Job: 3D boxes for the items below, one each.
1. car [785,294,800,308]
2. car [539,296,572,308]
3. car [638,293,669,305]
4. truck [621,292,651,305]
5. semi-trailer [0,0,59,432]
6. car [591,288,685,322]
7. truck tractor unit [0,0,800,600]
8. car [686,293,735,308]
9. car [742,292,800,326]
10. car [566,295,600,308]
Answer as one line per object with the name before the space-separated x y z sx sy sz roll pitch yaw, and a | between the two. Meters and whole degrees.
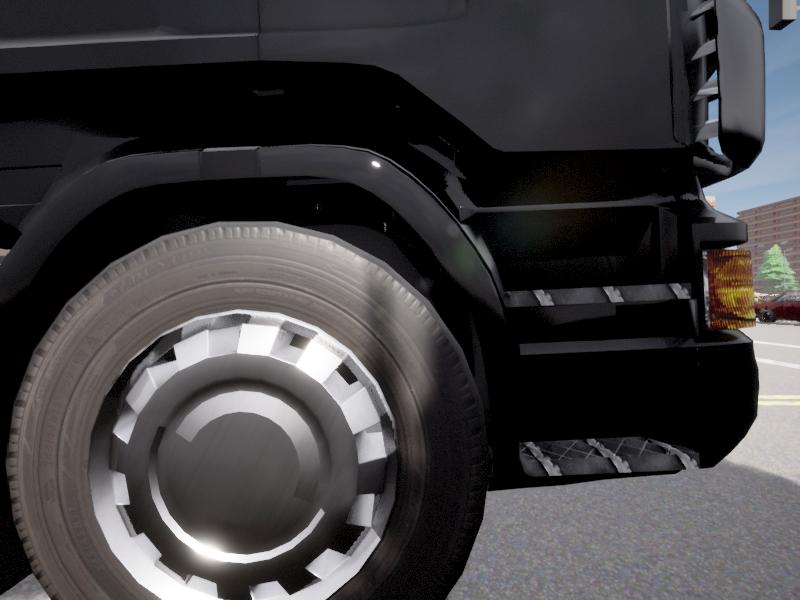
car | 42.382 0.139 41.054 1.970 1.475 3.806 0 0 0
car | 19.150 0.251 49.516 2.163 1.488 4.792 0 0 0
car | 39.656 -0.103 62.608 1.932 1.855 4.605 0 0 0
truck | 36.761 -0.198 62.541 2.069 2.038 4.478 0 0 0
semi-trailer | -10.157 -1.218 2.192 14.254 4.402 2.717 0 0 0
car | 12.204 0.226 20.996 2.038 1.542 4.974 0 0 1
truck tractor unit | -2.245 -1.115 2.198 6.516 4.208 3.053 0 0 0
car | 36.762 0.067 47.496 2.242 1.667 4.611 0 0 0
car | 16.017 0.344 15.145 1.895 1.301 4.718 0 0 -4
car | 22.651 0.223 49.711 1.882 1.535 5.008 0 0 0
